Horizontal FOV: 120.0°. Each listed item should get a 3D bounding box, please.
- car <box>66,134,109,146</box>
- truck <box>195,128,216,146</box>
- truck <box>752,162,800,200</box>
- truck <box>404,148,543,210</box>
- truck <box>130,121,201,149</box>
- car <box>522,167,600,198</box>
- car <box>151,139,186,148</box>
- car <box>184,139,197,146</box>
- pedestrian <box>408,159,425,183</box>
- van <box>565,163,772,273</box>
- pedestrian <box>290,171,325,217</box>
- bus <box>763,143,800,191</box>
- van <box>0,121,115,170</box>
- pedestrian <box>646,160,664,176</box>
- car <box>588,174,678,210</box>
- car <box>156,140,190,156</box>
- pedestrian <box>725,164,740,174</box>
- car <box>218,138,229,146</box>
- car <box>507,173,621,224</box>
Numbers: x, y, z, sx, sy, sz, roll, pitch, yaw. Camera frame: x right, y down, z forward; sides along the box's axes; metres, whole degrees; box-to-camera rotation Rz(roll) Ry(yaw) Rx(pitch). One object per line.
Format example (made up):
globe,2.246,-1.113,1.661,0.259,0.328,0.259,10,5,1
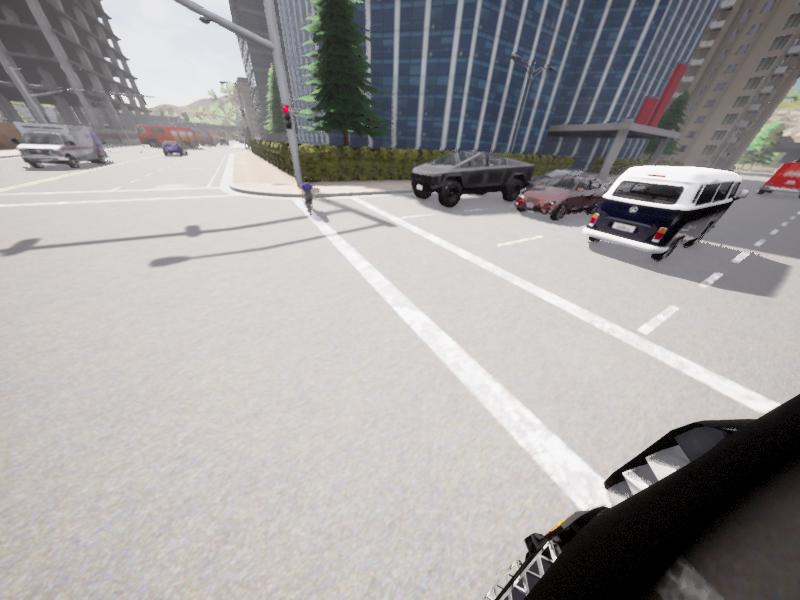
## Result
car,-56.261,-28.961,41.765,3.988,1.617,1.851,-16,38,-26
truck,-53.742,-45.049,64.037,2.891,3.827,8.468,-16,38,-26
truck,33.755,-10.252,19.683,5.204,2.467,2.627,-17,38,-25
truck,3.560,-5.967,11.234,6.274,2.098,2.390,-16,38,-26
truck,-44.114,-31.247,44.054,8.468,3.827,2.891,-17,38,-27
car,10.342,-7.636,14.854,4.674,1.442,1.812,-16,38,-26
car,-46.755,-31.685,46.788,4.718,1.301,1.895,-17,38,-27
car,-55.326,-41.649,61.089,1.895,1.301,4.718,-16,38,-26
pedestrian,1.061,-8.664,15.493,0.751,1.300,0.751,-16,38,-26
van,7.336,-2.536,6.431,4.480,2.038,2.069,-16,38,-26
pedestrian,-3.148,-3.642,7.940,0.751,1.300,0.751,-18,39,-28
bus,46.278,-14.651,25.619,10.273,4.253,3.944,-16,38,-26
van,-23.661,-10.821,16.228,2.351,2.431,6.366,-16,38,-26
pedestrian,35.418,-18.311,32.120,0.751,1.860,0.751,-17,38,-27
car,12.898,-6.099,12.811,4.181,1.385,1.994,-17,38,-27
car,-28.860,-19.426,29.562,2.007,1.525,4.514,-15,38,-25
pedestrian,70.823,-27.916,49.271,0.751,1.860,0.751,8,34,8
car,-54.599,-48.892,71.512,1.905,1.878,3.866,-16,38,-26
car,6.853,-4.410,9.712,4.193,1.474,1.816,-16,38,-26
